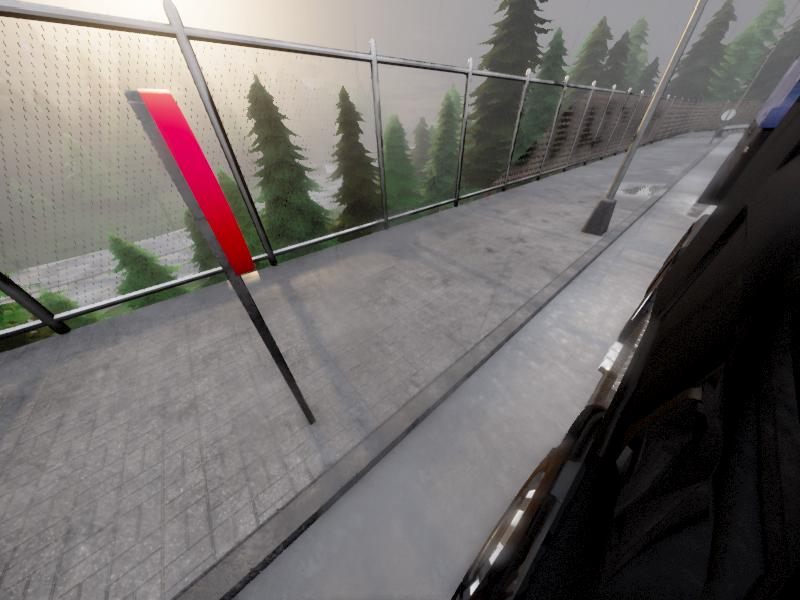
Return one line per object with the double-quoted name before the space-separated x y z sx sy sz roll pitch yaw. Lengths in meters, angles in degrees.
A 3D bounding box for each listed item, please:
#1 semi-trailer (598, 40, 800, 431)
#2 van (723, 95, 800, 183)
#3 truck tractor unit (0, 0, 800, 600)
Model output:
"semi-trailer" 8.699 -3.606 4.225 14.254 4.402 2.717 -28 44 -30
"van" 16.357 -6.920 9.753 5.915 2.561 1.988 -28 44 -30
"truck tractor unit" 2.645 -0.295 0.351 6.516 4.208 3.053 -28 44 -30
